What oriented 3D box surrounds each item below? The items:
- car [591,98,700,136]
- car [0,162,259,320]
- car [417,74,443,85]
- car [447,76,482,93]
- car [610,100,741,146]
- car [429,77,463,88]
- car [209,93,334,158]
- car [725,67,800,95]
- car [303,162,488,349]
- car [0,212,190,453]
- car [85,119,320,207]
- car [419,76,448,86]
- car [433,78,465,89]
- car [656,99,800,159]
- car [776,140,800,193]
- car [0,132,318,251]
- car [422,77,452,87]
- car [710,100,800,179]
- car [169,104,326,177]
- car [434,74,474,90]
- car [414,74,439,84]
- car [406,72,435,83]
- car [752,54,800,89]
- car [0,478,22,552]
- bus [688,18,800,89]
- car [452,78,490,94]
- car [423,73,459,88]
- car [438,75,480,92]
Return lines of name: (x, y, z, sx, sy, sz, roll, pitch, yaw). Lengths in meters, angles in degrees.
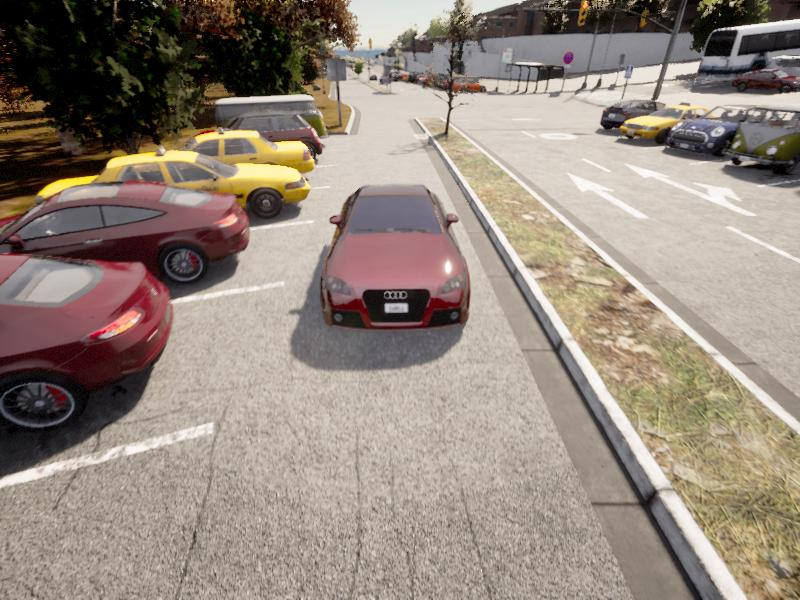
car: (12.931, -9.772, 21.180, 4.792, 1.488, 2.163, -12, 32, -20)
car: (-4.886, -1.035, 6.348, 4.674, 1.452, 2.002, -12, 32, -18)
car: (5.724, -42.355, 76.858, 4.553, 1.767, 2.185, -15, 34, -25)
car: (9.047, -30.366, 56.235, 4.442, 1.987, 1.878, -15, 34, -24)
car: (12.735, -8.264, 18.524, 5.366, 1.575, 1.946, -12, 33, -20)
car: (7.612, -36.279, 66.744, 5.366, 1.575, 1.946, -15, 33, -24)
car: (-5.210, -7.266, 16.472, 4.442, 1.987, 1.878, -13, 32, -19)
car: (28.115, -16.711, 30.443, 2.002, 1.452, 4.674, -20, 36, -21)
car: (-0.097, -1.064, 6.458, 1.994, 1.385, 4.181, -1, 30, -1)
car: (-4.821, 0.459, 3.793, 4.674, 1.452, 2.002, -12, 32, -17)
car: (-5.238, -4.024, 11.378, 5.366, 1.575, 1.946, -12, 32, -18)
car: (6.140, -40.739, 74.350, 4.892, 1.521, 2.231, -15, 34, -25)
car: (7.877, -34.692, 64.125, 4.674, 1.452, 2.002, -15, 33, -24)
car: (13.078, -6.885, 15.932, 4.553, 1.767, 2.185, -11, 33, -20)
car: (13.280, -3.720, 10.778, 4.892, 1.521, 2.231, -11, 33, -19)
car: (-4.799, -2.606, 8.943, 5.366, 1.575, 1.946, -12, 32, -18)
car: (6.596, -39.223, 71.820, 4.792, 1.488, 2.163, -15, 33, -25)
car: (13.065, -5.419, 13.227, 4.442, 1.987, 1.878, -11, 33, -20)
car: (-5.150, -5.667, 13.939, 4.553, 1.767, 2.185, -12, 32, -19)
car: (8.338, -33.444, 61.425, 5.566, 2.045, 2.435, -15, 33, -24)
car: (5.224, -43.842, 79.400, 4.553, 1.767, 2.185, -15, 33, -25)
car: (4.395, -46.957, 84.494, 5.566, 2.045, 2.435, -15, 33, -25)
car: (31.082, -17.403, 30.480, 2.435, 2.045, 5.566, -20, 36, -21)
car: (-4.752, 1.806, 1.161, 4.553, 1.767, 2.185, -11, 32, -17)
bus: (31.686, -21.381, 34.481, 10.273, 4.253, 3.944, -9, 33, -5)
car: (9.512, -28.789, 53.750, 4.553, 1.767, 2.185, -14, 33, -24)
car: (7.037, -37.961, 69.116, 5.566, 2.045, 2.435, -15, 33, -24)
car: (8.714, -31.918, 58.826, 5.566, 2.045, 2.435, -15, 34, -24)
